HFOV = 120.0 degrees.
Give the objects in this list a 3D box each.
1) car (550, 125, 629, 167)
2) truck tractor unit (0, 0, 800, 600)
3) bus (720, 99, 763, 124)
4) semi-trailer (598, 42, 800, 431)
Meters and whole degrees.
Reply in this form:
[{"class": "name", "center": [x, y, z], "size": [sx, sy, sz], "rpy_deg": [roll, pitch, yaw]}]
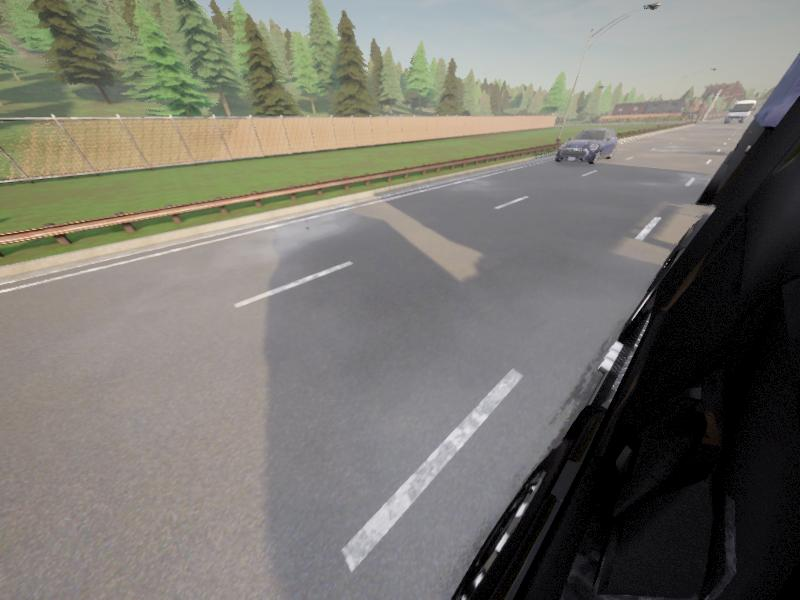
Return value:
[{"class": "car", "center": [11.688, -9.604, 14.252], "size": [4.553, 1.767, 2.097], "rpy_deg": [-28, 44, -30]}, {"class": "truck tractor unit", "center": [2.645, -0.295, 0.351], "size": [6.516, 4.208, 3.053], "rpy_deg": [-28, 44, -30]}, {"class": "bus", "center": [82.097, -45.222, 55.655], "size": [10.273, 4.253, 3.944], "rpy_deg": [-28, 44, -30]}, {"class": "semi-trailer", "center": [8.697, -3.597, 4.240], "size": [14.254, 4.402, 2.717], "rpy_deg": [-28, 44, -30]}]
